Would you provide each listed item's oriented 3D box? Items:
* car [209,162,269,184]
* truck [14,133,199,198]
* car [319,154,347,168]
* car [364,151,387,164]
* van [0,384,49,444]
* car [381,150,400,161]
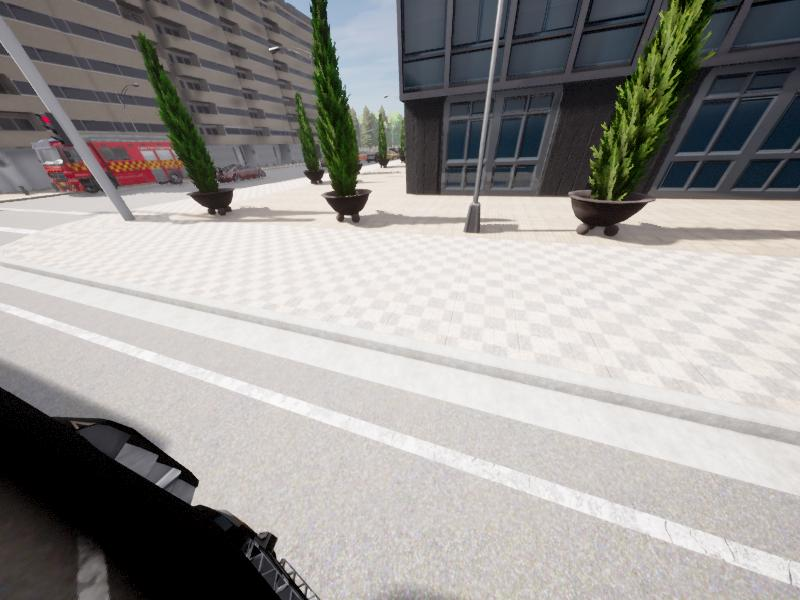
[{"bbox_3d":[-15.030,-12.062,21.884,1.994,1.385,4.181,9,35,17],"label":"car"},{"bbox_3d":[-23.210,-11.555,19.534,2.891,3.827,8.468,9,35,17],"label":"truck"},{"bbox_3d":[-9.866,-20.567,34.172,1.970,1.475,3.806,9,35,17],"label":"car"},{"bbox_3d":[-4.024,-24.213,39.156,2.007,1.525,4.514,9,35,17],"label":"car"},{"bbox_3d":[-6.108,0.532,1.813,4.442,1.987,1.775,9,35,17],"label":"van"},{"bbox_3d":[-1.700,-28.040,44.680,1.801,1.575,5.366,9,35,17],"label":"car"}]
